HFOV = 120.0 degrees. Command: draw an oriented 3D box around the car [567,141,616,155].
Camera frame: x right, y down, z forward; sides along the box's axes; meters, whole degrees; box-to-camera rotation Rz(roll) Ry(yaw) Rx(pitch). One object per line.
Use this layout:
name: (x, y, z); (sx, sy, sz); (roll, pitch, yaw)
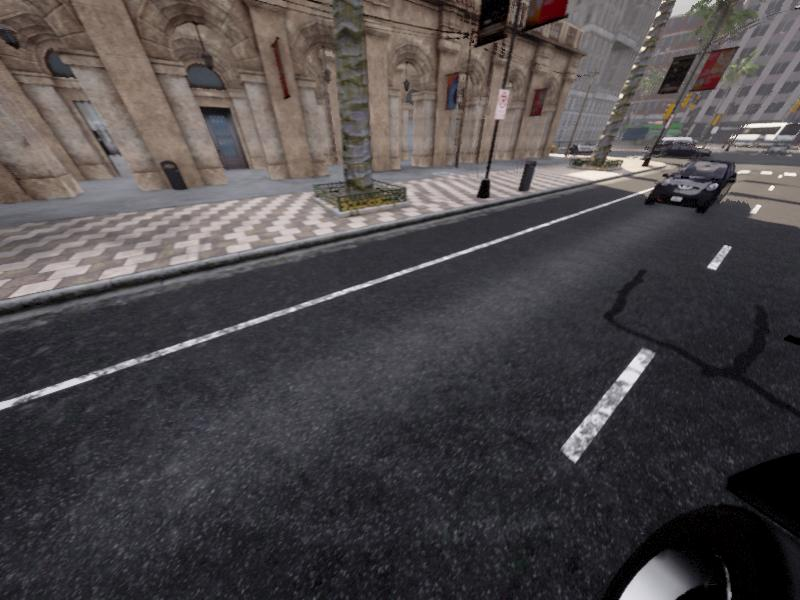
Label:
car: (28.371, -22.676, 34.441); (2.038, 1.542, 4.974); (-22, 41, -28)

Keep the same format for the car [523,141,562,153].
car: (24.149, -26.202, 39.386); (1.801, 1.575, 5.366); (-22, 41, -28)

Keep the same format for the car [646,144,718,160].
car: (34.258, -18.223, 28.263); (2.033, 1.411, 5.357); (-28, 44, -34)

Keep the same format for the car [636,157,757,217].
car: (11.166, -4.400, 8.737); (3.633, 1.501, 1.845); (-22, 41, -28)

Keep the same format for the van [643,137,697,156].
van: (38.422, -22.000, 33.015); (4.480, 2.038, 2.069); (27, 45, 33)

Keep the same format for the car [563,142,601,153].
car: (29.702, -24.966, 37.807); (1.994, 1.385, 4.181); (-21, 40, -27)

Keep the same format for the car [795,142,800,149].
car: (78.865, -29.277, 43.531); (1.801, 1.575, 5.366); (13, 38, 19)

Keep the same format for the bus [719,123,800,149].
bus: (77.626, -35.384, 49.838); (3.944, 4.253, 10.273); (7, 36, 9)

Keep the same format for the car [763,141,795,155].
car: (53.874, -21.613, 32.857); (3.633, 1.501, 1.845); (-23, 41, -29)
